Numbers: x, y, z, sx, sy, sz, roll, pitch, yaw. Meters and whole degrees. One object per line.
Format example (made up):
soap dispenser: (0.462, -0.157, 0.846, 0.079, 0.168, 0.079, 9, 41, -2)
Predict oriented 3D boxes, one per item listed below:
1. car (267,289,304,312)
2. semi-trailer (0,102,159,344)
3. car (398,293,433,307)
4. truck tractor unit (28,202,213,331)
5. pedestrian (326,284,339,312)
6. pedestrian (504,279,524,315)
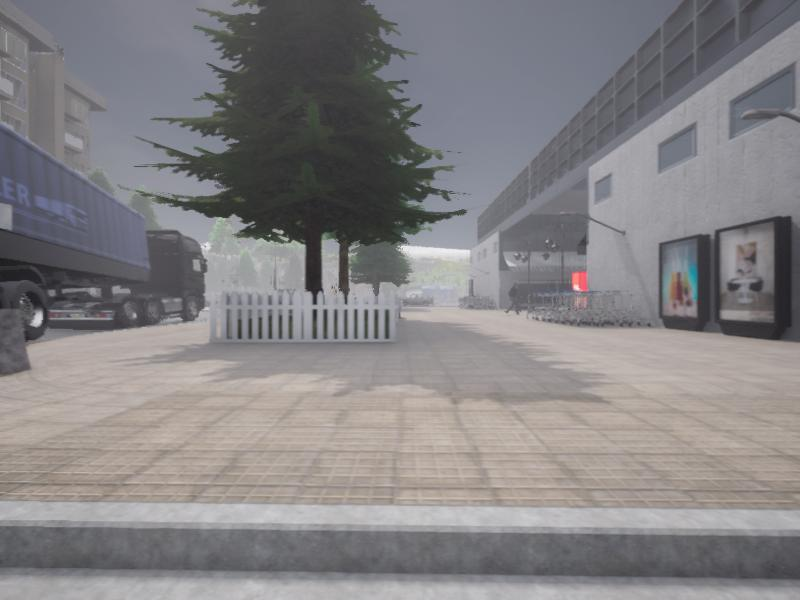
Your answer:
car: (-10.884, -0.016, 38.487, 2.150, 2.045, 5.566, 0, 0, -2)
semi-trailer: (-8.983, -1.283, 8.746, 2.717, 4.402, 14.254, -6, 1, -18)
car: (2.050, 0.051, 53.775, 4.605, 1.855, 1.932, 0, 0, 0)
truck tractor unit: (-10.698, -1.111, 16.401, 3.053, 4.208, 6.516, 0, 0, -1)
pedestrian: (-4.537, -0.108, 26.909, 0.751, 1.860, 0.751, 0, 0, 5)
pedestrian: (5.948, -0.140, 20.927, 0.751, 1.860, 0.751, 0, 0, 42)
